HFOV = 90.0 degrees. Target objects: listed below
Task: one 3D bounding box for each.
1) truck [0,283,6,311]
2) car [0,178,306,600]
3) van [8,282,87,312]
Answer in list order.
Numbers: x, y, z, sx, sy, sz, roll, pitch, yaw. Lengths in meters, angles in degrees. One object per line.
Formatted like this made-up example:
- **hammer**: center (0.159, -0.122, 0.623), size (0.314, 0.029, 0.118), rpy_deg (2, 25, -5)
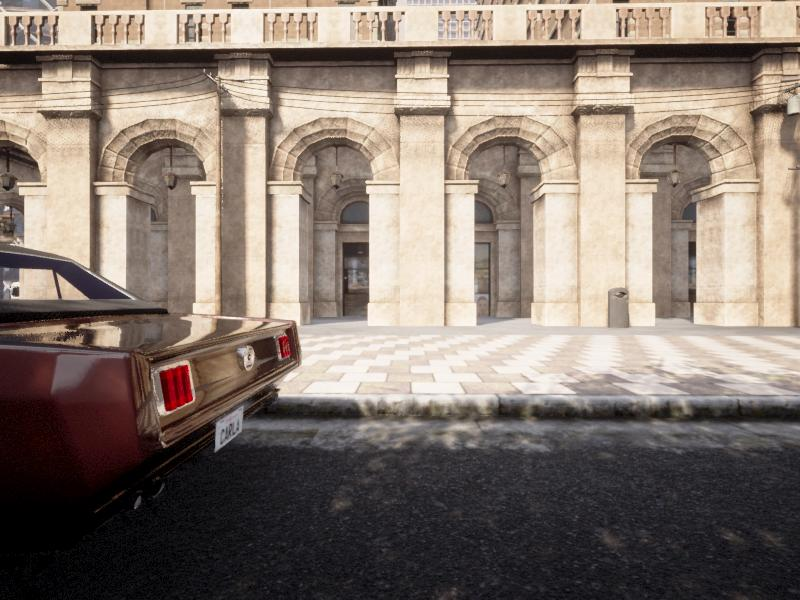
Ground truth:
- **truck**: center (-36.013, -0.243, 32.580), size (2.627, 2.467, 5.204), rpy_deg (0, 0, 1)
- **car**: center (-3.058, 0.338, 2.008), size (4.718, 1.301, 1.895), rpy_deg (0, 0, 1)
- **van**: center (-32.401, -0.278, 37.106), size (1.988, 2.561, 5.915), rpy_deg (0, 0, 1)
